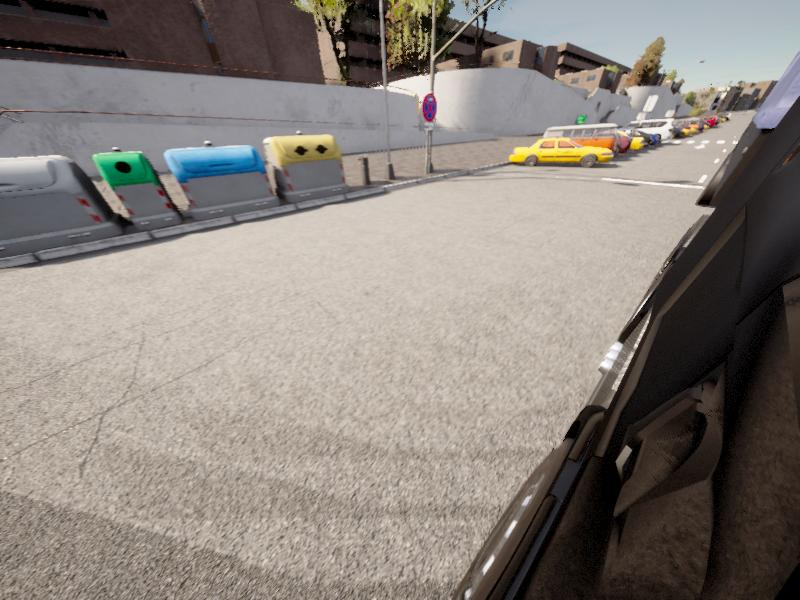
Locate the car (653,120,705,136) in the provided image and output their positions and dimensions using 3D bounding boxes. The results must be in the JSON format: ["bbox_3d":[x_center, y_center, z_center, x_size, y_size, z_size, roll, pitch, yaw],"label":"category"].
[{"bbox_3d":[43.719,-27.130,36.433,4.553,1.767,2.185,17,40,25],"label":"car"}]

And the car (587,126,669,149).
[{"bbox_3d":[20.862,-15.079,21.524,5.008,1.535,2.097,17,40,25],"label":"car"}]

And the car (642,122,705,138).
[{"bbox_3d":[39.292,-24.605,33.435,5.366,1.575,1.946,17,40,25],"label":"car"}]

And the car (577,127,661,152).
[{"bbox_3d":[18.584,-13.866,20.022,4.892,1.521,2.231,17,41,25],"label":"car"}]

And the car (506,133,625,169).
[{"bbox_3d":[9.610,-8.998,13.980,5.366,1.575,1.946,17,40,25],"label":"car"}]

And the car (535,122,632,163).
[{"bbox_3d":[11.824,-10.403,15.370,4.442,1.987,1.878,17,40,25],"label":"car"}]

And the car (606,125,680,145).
[{"bbox_3d":[25.426,-17.485,24.519,4.892,1.521,2.231,17,40,25],"label":"car"}]

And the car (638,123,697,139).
[{"bbox_3d":[36.820,-23.440,32.039,4.792,1.488,2.163,17,40,25],"label":"car"}]

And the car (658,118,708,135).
[{"bbox_3d":[46.083,-28.392,37.846,4.442,1.987,1.878,17,40,25],"label":"car"}]

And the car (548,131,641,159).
[{"bbox_3d":[13.989,-11.439,17.069,4.792,1.488,2.163,17,41,25],"label":"car"}]

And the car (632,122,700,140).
[{"bbox_3d":[34.723,-22.222,30.428,5.366,1.575,1.946,17,40,25],"label":"car"}]

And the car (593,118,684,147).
[{"bbox_3d":[23.107,-16.488,22.876,5.566,2.045,2.435,17,40,25],"label":"car"}]

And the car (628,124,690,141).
[{"bbox_3d":[32.282,-21.038,29.026,4.674,1.452,2.002,17,40,25],"label":"car"}]

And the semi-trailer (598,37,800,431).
[{"bbox_3d":[8.693,-3.590,4.260,14.254,4.402,2.717,-28,43,-30],"label":"semi-trailer"}]

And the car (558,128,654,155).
[{"bbox_3d":[16.136,-12.714,18.610,5.366,1.575,1.946,17,41,25],"label":"car"}]

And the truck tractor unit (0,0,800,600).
[{"bbox_3d":[2.645,-0.295,0.352,6.516,4.208,3.053,-28,44,-30],"label":"truck tractor unit"}]
